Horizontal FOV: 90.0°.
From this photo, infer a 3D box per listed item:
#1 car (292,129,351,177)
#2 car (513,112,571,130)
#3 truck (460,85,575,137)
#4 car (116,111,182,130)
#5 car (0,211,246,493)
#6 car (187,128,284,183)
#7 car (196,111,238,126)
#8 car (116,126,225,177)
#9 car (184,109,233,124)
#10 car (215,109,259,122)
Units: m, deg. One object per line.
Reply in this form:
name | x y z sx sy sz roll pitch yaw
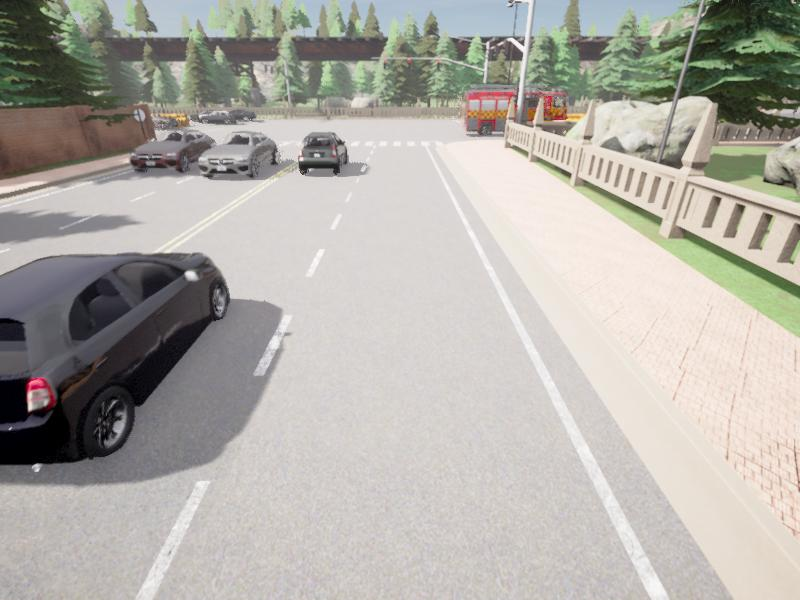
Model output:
car | -3.469 -6.880 18.430 1.851 1.617 3.988 0 27 0
car | 14.288 -18.120 40.562 5.008 1.535 1.882 0 27 0
truck | 9.591 -15.970 33.824 8.468 3.827 2.891 0 27 0
car | -25.438 -18.253 40.737 5.027 1.651 2.152 0 27 0
car | -3.483 0.158 4.705 1.845 1.501 3.633 0 27 0
car | -6.971 -6.530 17.726 2.152 1.651 5.027 0 27 0
car | -21.385 -21.348 46.969 3.806 1.475 1.970 0 27 0
car | -10.471 -7.129 18.903 2.152 1.651 5.027 0 27 0
car | -23.943 -22.973 50.106 4.974 1.542 2.038 0 27 0
car | -21.646 -24.544 53.221 4.892 1.490 1.837 0 27 0
